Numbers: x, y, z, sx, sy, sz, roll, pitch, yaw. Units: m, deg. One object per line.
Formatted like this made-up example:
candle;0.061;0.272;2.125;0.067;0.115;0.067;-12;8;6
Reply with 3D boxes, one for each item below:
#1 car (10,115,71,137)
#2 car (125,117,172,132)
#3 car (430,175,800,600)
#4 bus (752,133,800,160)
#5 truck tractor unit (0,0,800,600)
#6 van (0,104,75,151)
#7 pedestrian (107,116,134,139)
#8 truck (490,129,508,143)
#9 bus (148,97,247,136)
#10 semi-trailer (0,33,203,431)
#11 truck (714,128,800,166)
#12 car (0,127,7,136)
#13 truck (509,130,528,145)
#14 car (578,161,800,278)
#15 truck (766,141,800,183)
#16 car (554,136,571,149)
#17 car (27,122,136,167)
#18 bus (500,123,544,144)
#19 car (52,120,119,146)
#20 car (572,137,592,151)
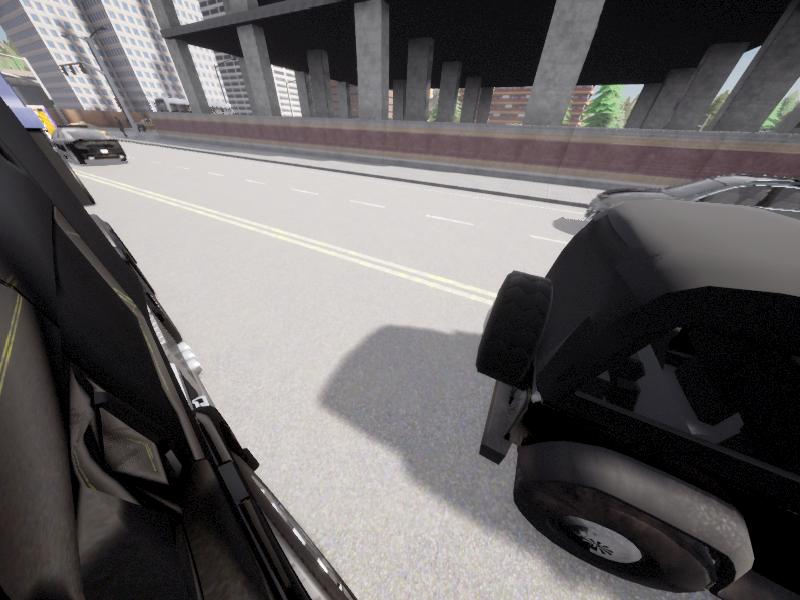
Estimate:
car;-38.099;-18.415;24.500;4.611;1.667;2.242;20;40;21
car;-41.676;-29.135;38.452;1.932;1.855;4.605;21;41;23
car;2.425;0.733;1.236;3.866;1.878;1.905;20;40;21
bus;82.171;-31.194;47.018;10.273;4.253;3.944;20;40;22
truck tractor unit;-2.645;-0.295;0.351;6.516;4.208;3.053;28;44;30
van;-27.140;-12.426;16.541;6.366;2.431;2.351;20;40;21
pedestrian;-28.824;-17.826;23.842;0.751;1.860;0.751;-6;38;-12
truck;23.512;-38.789;54.719;2.615;2.467;5.204;20;40;21
bus;-31.080;-28.650;36.485;3.944;4.253;10.273;20;40;22
semi-trailer;-8.773;-3.552;4.155;14.254;4.402;2.717;27;43;29
truck;48.828;-21.141;31.733;2.891;3.827;8.468;20;40;21
car;-42.828;-17.651;23.316;4.902;1.511;2.128;20;40;21
truck;27.289;-37.433;53.143;2.615;2.467;5.204;20;40;21
car;7.589;-2.088;5.558;4.856;1.649;2.033;20;40;21
truck;30.284;-9.472;16.076;2.627;2.467;5.204;20;40;21
car;29.374;-28.522;41.781;1.905;1.878;3.866;20;40;21
car;-17.638;-8.714;12.827;5.238;1.638;1.930;20;40;21
bus;35.124;-48.133;66.729;10.273;4.253;3.944;20;40;22
car;-27.277;-14.530;20.058;5.366;1.575;1.801;20;40;22
car;31.951;-27.598;40.705;1.905;1.878;3.866;20;40;21
